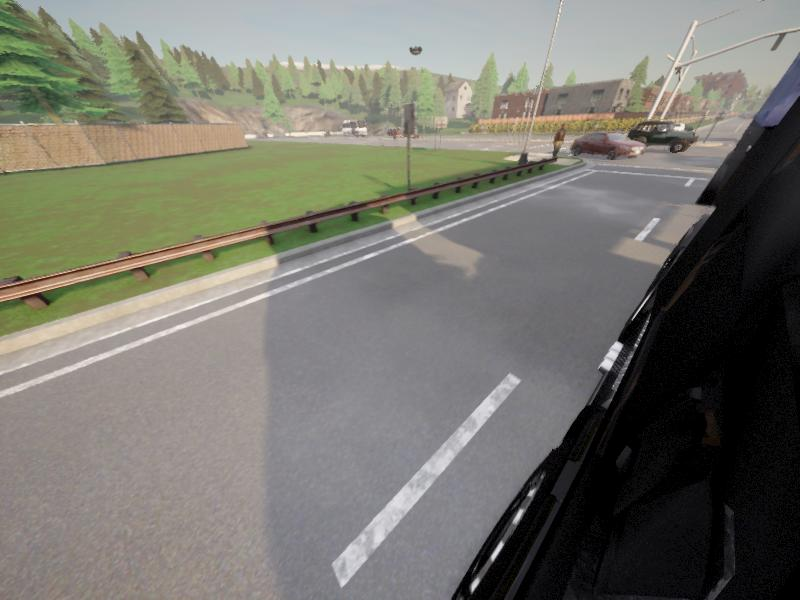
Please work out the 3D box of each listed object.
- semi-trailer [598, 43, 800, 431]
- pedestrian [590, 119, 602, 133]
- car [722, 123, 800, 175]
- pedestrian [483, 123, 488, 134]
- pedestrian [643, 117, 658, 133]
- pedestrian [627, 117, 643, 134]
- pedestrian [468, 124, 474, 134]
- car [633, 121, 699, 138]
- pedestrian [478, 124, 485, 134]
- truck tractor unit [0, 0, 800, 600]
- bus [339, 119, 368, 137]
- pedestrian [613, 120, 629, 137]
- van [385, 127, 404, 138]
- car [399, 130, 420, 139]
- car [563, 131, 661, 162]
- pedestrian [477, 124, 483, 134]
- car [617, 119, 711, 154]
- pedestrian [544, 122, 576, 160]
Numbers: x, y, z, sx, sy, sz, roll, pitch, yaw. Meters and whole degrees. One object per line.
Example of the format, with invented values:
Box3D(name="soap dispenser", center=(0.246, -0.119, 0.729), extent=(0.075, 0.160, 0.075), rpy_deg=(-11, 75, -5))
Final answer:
Box3D(name="semi-trailer", center=(8.698, -3.595, 4.244), extent=(14.254, 4.402, 2.717), rpy_deg=(-28, 44, -30))
Box3D(name="pedestrian", center=(32.475, -28.766, 38.242), extent=(0.751, 1.860, 0.751), rpy_deg=(-27, 43, -29))
Box3D(name="car", center=(17.989, -7.401, 11.120), extent=(5.027, 1.651, 2.152), rpy_deg=(-28, 44, -30))
Box3D(name="pedestrian", center=(19.033, -38.029, 51.304), extent=(0.751, 1.860, 0.751), rpy_deg=(10, 39, 16))
Box3D(name="pedestrian", center=(36.861, -25.783, 34.032), extent=(0.751, 1.860, 0.751), rpy_deg=(27, 46, 33))
Box3D(name="pedestrian", center=(32.978, -24.457, 32.432), extent=(0.751, 1.860, 0.751), rpy_deg=(-28, 44, -30))
Box3D(name="pedestrian", center=(16.452, -39.841, 53.856), extent=(0.751, 1.860, 0.751), rpy_deg=(-26, 43, -28))
Box3D(name="car", center=(32.717, -21.105, 28.609), extent=(4.974, 1.542, 2.038), rpy_deg=(3, 37, 7))
Box3D(name="pedestrian", center=(18.366, -38.569, 52.058), extent=(0.751, 1.860, 0.751), rpy_deg=(-32, 46, -33))
Box3D(name="truck tractor unit", center=(2.645, -0.295, 0.351), extent=(6.516, 4.208, 3.053), rpy_deg=(-28, 44, -30))
Box3D(name="bus", center=(-14.642, -54.002, 72.713), extent=(3.944, 4.253, 10.273), rpy_deg=(-27, 44, -29))
Box3D(name="pedestrian", center=(29.782, -23.136, 31.157), extent=(0.751, 1.860, 0.751), rpy_deg=(-28, 44, -30))
Box3D(name="van", center=(-1.384, -40.653, 56.065), extent=(2.069, 2.038, 4.480), rpy_deg=(-28, 44, -30))
Box3D(name="car", center=(1.952, -34.723, 48.553), extent=(1.994, 1.385, 4.181), rpy_deg=(-28, 44, -30))
Box3D(name="car", center=(13.804, -10.417, 15.512), extent=(1.812, 1.442, 4.674), rpy_deg=(-7, 37, -8))
Box3D(name="pedestrian", center=(17.967, -38.569, 52.081), extent=(0.751, 1.860, 0.751), rpy_deg=(-32, 46, -33))
Box3D(name="car", center=(19.128, -12.002, 16.952), extent=(1.905, 1.878, 3.866), rpy_deg=(-28, 44, -30))
Box3D(name="pedestrian", center=(9.749, -9.717, 14.163), extent=(0.751, 1.860, 0.751), rpy_deg=(-5, 37, -3))
